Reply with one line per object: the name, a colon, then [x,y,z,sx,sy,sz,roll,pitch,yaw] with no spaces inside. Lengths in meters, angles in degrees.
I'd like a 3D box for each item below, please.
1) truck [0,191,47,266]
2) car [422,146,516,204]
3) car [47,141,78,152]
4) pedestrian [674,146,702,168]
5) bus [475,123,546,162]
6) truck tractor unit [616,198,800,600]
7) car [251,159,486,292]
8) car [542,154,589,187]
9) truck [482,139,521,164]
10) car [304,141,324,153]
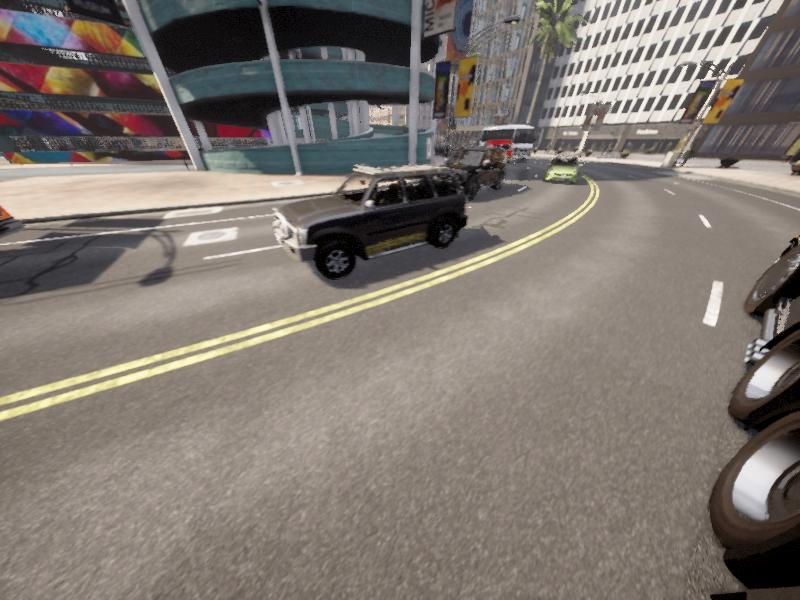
truck: [-11.147,-1.195,3.531,5.204,2.467,2.627,-17,38,-23]
car: [3.742,-6.769,12.099,2.150,2.045,5.566,27,43,33]
car: [-76.785,-34.987,52.617,1.932,1.855,4.605,-17,38,-23]
pedestrian: [28.514,-14.215,22.936,0.751,1.860,0.751,9,35,12]
bus: [16.055,-23.928,35.143,3.944,4.253,10.273,-6,35,-10]
truck tractor unit: [4.999,-0.395,0.939,6.516,4.208,3.053,-23,41,-29]
car: [-0.462,-2.111,5.464,4.605,1.855,1.932,-21,41,-28]
car: [11.284,-9.101,15.999,2.007,1.525,4.514,17,38,23]
truck: [12.706,-19.019,29.567,2.627,2.467,5.204,2,35,1]
car: [-18.173,-32.305,48.647,2.435,2.045,5.566,-17,38,-23]
